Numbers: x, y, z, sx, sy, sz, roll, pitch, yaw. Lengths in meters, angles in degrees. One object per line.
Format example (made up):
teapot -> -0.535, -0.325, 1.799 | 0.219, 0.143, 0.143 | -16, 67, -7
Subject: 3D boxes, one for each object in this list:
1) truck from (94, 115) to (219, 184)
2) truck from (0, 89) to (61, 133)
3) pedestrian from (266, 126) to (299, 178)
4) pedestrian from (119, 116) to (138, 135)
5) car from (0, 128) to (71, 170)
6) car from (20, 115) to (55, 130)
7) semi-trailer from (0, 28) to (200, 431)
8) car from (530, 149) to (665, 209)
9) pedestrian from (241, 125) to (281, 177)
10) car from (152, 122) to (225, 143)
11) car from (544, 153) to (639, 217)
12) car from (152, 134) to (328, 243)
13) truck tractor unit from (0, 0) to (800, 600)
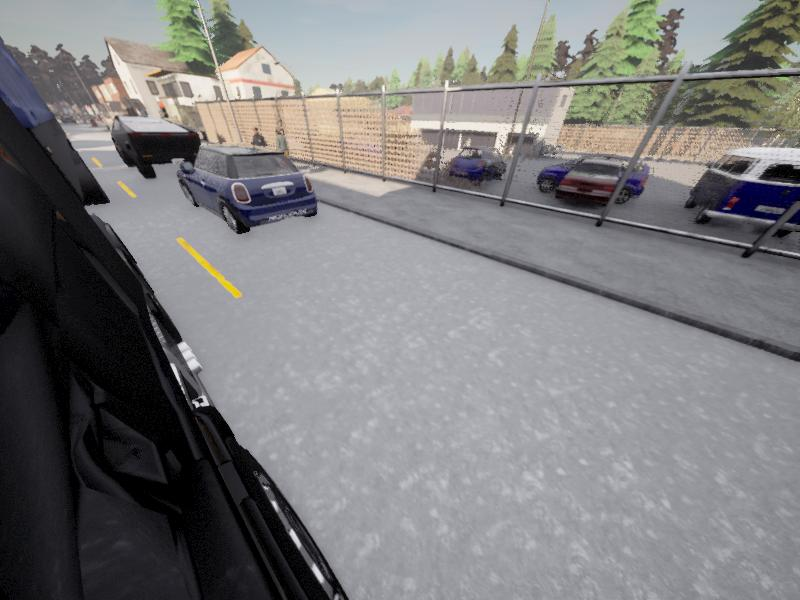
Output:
truck -> -11.489, -7.259, 10.861 | 6.274, 2.098, 2.390 | 28, 44, 30
truck -> -45.938, -23.184, 28.554 | 8.468, 3.827, 2.891 | 28, 44, 30
pedestrian -> -5.225, -6.599, 10.345 | 0.751, 1.860, 0.751 | -21, 43, -28
pedestrian -> -33.500, -21.517, 28.496 | 0.751, 1.860, 0.751 | -26, 45, -32
car -> -18.729, -7.689, 11.604 | 4.181, 1.385, 1.994 | 28, 44, 30
car -> -52.493, -25.720, 33.488 | 4.792, 1.488, 2.163 | 28, 44, 30
semi-trailer -> -8.630, -3.651, 4.294 | 14.254, 4.402, 2.717 | 29, 44, 31
car -> 7.821, -5.114, 9.513 | 3.705, 1.547, 1.789 | 28, 44, 30
pedestrian -> -6.175, -6.663, 10.374 | 0.751, 1.860, 0.751 | 5, 37, 3
car -> -22.134, -17.655, 24.449 | 1.930, 1.638, 5.238 | 32, 46, 33
car -> 7.890, -4.894, 9.343 | 2.033, 1.415, 5.357 | 28, 44, 30
car -> -4.372, -3.349, 6.338 | 4.553, 1.767, 2.097 | 28, 44, 30
truck tractor unit -> -2.645, -0.295, 0.351 | 6.516, 4.208, 3.053 | 28, 44, 30
